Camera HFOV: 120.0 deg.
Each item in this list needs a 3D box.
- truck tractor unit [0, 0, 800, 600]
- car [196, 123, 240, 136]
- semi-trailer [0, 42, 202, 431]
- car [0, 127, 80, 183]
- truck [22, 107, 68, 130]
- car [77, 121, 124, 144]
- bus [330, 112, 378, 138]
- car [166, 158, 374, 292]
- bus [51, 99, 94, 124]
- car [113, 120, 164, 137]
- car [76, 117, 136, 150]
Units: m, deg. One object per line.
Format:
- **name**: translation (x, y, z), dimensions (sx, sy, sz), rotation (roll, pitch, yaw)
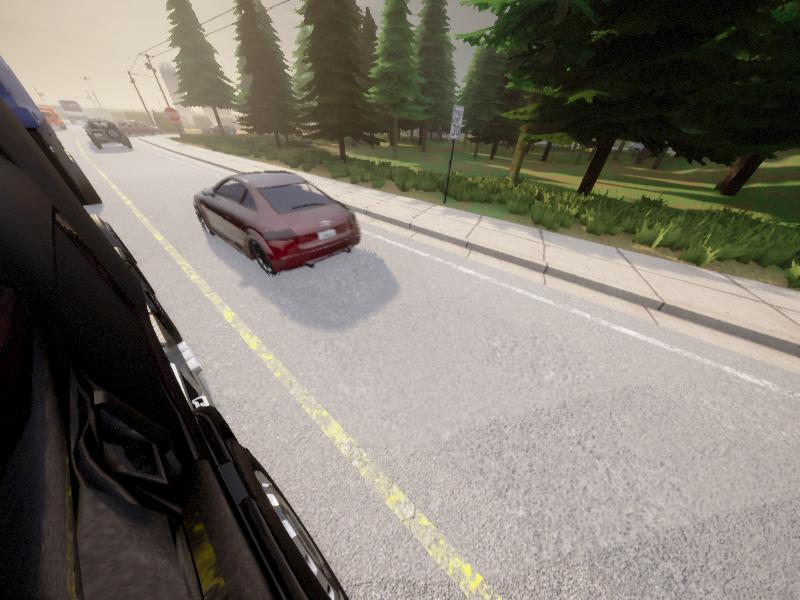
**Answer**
- **truck tractor unit**: translation (-2.645, -0.295, 0.351), dimensions (6.516, 4.208, 3.053), rotation (28, 44, 30)
- **car**: translation (-29.451, -27.678, 37.562), dimensions (2.128, 1.511, 4.902), rotation (27, 43, 29)
- **semi-trailer**: translation (-8.703, -3.604, 4.221), dimensions (14.254, 4.402, 2.717), rotation (28, 44, 30)
- **car**: translation (-15.969, -6.297, 9.806), dimensions (4.902, 1.511, 2.128), rotation (28, 44, 30)
- **truck**: translation (-50.423, -25.876, 32.987), dimensions (5.204, 2.467, 2.627), rotation (29, 44, 31)
- **car**: translation (-27.664, -15.542, 21.387), dimensions (4.514, 1.525, 2.007), rotation (31, 45, 33)
- **bus**: translation (-10.067, -39.355, 52.094), dimensions (3.944, 4.253, 10.273), rotation (27, 43, 29)
- **car**: translation (-2.787, -1.966, 4.951), dimensions (4.181, 1.385, 1.994), rotation (28, 44, 30)
- **bus**: translation (-76.897, -44.231, 54.354), dimensions (10.273, 4.253, 3.944), rotation (29, 44, 31)
- **car**: translation (-33.168, -21.847, 29.449), dimensions (3.988, 1.617, 1.851), rotation (-26, 46, -33)
- **car**: translation (-22.795, -12.921, 17.896), dimensions (4.605, 1.855, 1.932), rotation (29, 44, 31)
